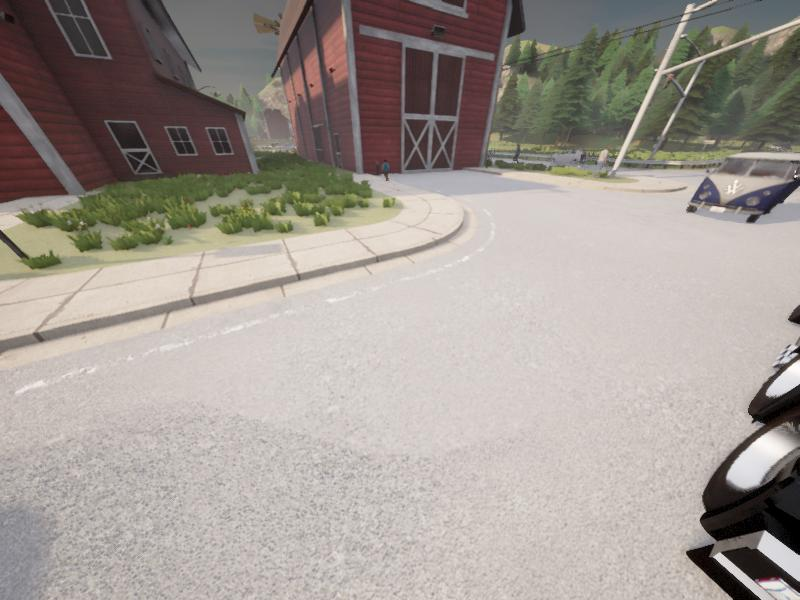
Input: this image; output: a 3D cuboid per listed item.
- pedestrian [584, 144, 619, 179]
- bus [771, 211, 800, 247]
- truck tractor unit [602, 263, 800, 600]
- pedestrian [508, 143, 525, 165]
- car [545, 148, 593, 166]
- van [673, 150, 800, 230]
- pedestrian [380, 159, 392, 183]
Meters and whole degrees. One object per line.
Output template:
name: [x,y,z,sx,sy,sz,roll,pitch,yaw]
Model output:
pedestrian: [12.501,-8.620,14.405,0.751,1.860,0.751,3,35,4]
bus: [16.381,-4.062,6.267,10.273,4.253,3.944,-20,40,-24]
truck tractor unit: [5.106,-0.307,0.779,6.516,4.208,3.053,-18,39,-24]
pedestrian: [11.822,-14.805,23.469,0.751,1.860,0.751,-17,38,-23]
car: [18.882,-16.131,26.030,1.845,1.501,3.633,-17,39,-24]
van: [12.349,-4.055,8.172,4.442,1.987,1.775,-18,39,-25]
pedestrian: [-0.774,-7.141,12.770,0.500,1.100,0.500,-17,38,-23]
